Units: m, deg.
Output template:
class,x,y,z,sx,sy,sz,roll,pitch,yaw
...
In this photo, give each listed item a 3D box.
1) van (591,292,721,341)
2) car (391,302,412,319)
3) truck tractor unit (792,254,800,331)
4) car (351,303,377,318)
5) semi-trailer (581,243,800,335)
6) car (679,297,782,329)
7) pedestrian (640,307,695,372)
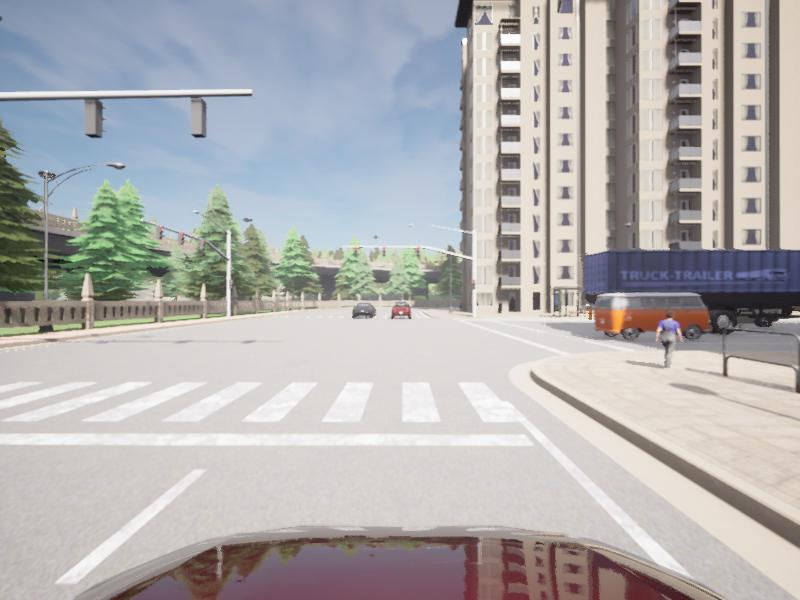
class,x,y,z,sx,sy,sz,roll,pitch,yaw
van,10.807,0.681,17.096,4.442,1.987,1.775,0,0,0
car,0.123,0.911,36.590,1.816,1.474,4.193,0,0,0
truck tractor unit,25.003,-0.430,20.680,6.516,4.208,3.053,0,0,0
car,-3.378,0.966,38.224,1.994,1.385,4.181,0,0,0
semi-trailer,17.090,-0.530,20.624,14.254,4.402,2.717,0,0,0
car,19.842,0.744,24.155,4.605,1.855,1.932,0,0,0
pedestrian,5.716,0.801,8.550,0.751,1.300,0.751,0,0,-34
